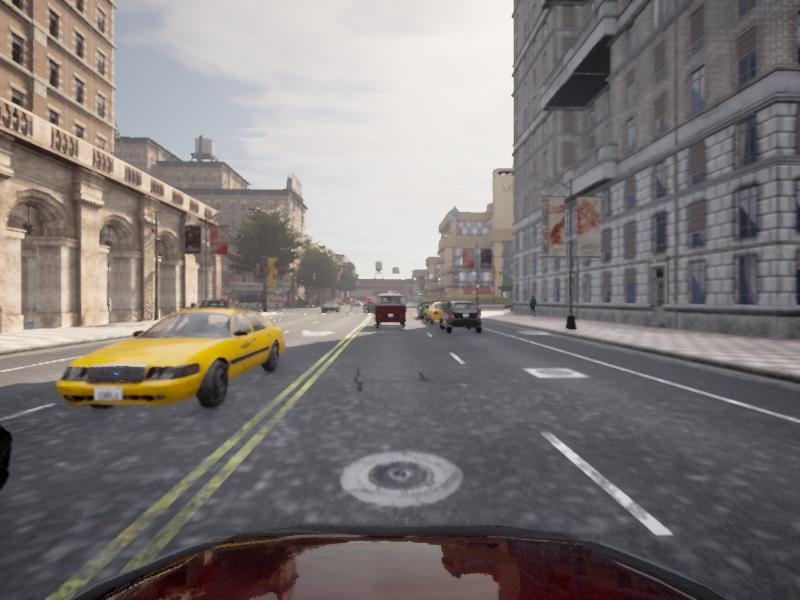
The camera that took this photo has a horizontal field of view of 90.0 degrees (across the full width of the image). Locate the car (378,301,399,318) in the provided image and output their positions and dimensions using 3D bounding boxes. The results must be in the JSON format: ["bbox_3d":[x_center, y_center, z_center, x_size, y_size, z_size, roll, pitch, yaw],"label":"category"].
[{"bbox_3d":[-1.062,0.849,37.129,1.816,1.474,4.193,0,0,-2],"label":"car"}]

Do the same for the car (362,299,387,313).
[{"bbox_3d":[-3.330,0.749,50.733,2.242,1.667,4.611,0,0,-16],"label":"car"}]

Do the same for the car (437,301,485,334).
[{"bbox_3d":[3.029,0.811,20.486,1.789,1.549,3.705,0,0,-2],"label":"car"}]

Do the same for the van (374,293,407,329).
[{"bbox_3d":[-0.582,0.596,24.216,1.775,1.987,4.442,0,0,-2],"label":"van"}]

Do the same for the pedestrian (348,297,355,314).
[{"bbox_3d":[-5.375,0.632,44.409,0.751,1.860,0.751,0,0,-1],"label":"pedestrian"}]

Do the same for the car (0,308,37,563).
[{"bbox_3d":[-3.382,0.828,0.164,2.038,1.542,4.974,0,0,-2],"label":"car"}]

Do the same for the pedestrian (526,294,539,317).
[{"bbox_3d":[10.905,0.476,32.907,0.751,1.860,0.751,0,0,-4],"label":"pedestrian"}]

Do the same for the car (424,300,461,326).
[{"bbox_3d":[2.813,0.796,27.519,1.801,1.575,5.366,0,0,-2],"label":"car"}]

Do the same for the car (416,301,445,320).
[{"bbox_3d":[2.546,0.822,34.390,2.007,1.525,4.514,0,0,-2],"label":"car"}]

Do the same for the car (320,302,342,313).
[{"bbox_3d":[-8.549,0.902,49.912,1.994,1.385,4.181,0,0,-1],"label":"car"}]

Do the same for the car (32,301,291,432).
[{"bbox_3d":[-3.597,0.802,7.510,1.801,1.575,5.366,0,0,-2],"label":"car"}]
